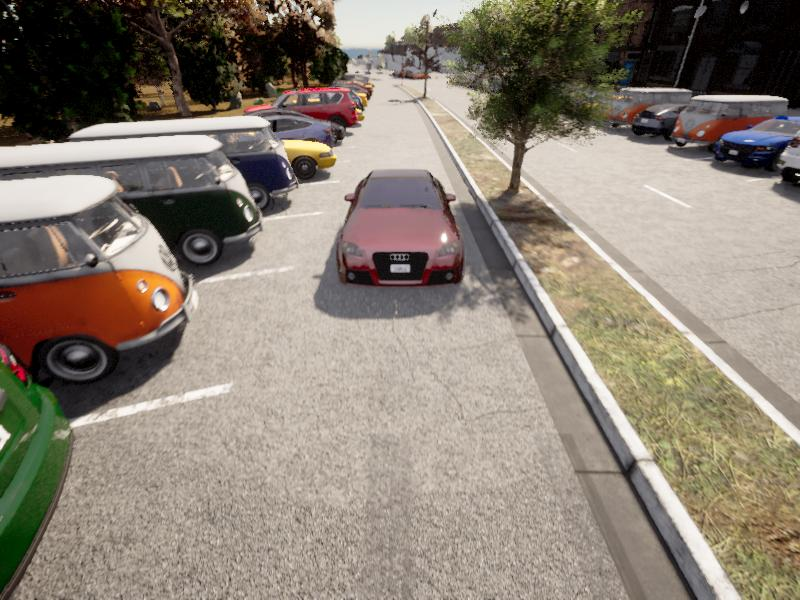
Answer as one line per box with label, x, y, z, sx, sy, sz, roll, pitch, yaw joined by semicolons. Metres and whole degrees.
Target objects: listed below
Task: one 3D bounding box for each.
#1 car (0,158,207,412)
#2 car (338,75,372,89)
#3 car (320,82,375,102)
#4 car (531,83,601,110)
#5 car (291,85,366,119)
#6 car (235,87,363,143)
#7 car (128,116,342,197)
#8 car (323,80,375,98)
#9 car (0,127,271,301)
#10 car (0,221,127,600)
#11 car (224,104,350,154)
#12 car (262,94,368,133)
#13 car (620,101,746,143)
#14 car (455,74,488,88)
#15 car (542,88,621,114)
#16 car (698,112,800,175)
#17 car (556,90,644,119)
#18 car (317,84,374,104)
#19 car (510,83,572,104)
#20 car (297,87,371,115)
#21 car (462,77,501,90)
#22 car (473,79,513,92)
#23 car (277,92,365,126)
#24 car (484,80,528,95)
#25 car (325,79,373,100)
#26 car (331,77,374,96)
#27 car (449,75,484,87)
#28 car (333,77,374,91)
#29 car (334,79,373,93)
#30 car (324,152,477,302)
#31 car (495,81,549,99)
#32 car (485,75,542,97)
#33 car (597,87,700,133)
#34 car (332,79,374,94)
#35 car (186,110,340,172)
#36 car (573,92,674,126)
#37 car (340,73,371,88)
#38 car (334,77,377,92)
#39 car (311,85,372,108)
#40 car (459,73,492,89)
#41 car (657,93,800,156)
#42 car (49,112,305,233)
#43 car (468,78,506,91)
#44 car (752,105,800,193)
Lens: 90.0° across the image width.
car;-4.715;-0.097;4.185;4.442;1.987;1.878;-11;32;-17
car;-6.767;-32.974;60.475;4.553;1.767;2.185;-14;33;-21
car;-5.271;-20.907;40.131;5.008;1.535;2.097;-12;33;-18
car;13.224;-16.296;31.959;4.553;1.767;2.185;-11;32;-19
car;-4.868;-13.531;27.299;4.553;1.767;2.185;-11;32;-17
car;-4.861;-9.122;19.530;5.566;2.045;2.435;-11;32;-17
car;-4.651;-4.434;12.021;5.366;1.575;1.946;-11;32;-17
car;-5.723;-23.860;45.172;5.366;1.575;1.946;-13;33;-19
car;-4.718;-1.603;6.753;4.442;1.987;1.878;-11;32;-17
car;-4.852;1.416;1.558;5.566;2.045;2.435;-11;32;-17
car;-4.803;-7.389;17.128;4.792;1.488;2.163;-11;32;-17
car;-4.672;-10.454;22.289;5.366;1.575;1.946;-11;32;-17
car;13.395;-8.537;19.045;4.792;1.488;2.163;-10;32;-18
car;11.333;-34.623;63.185;4.553;1.767;2.185;-13;33;-22
car;13.283;-14.658;29.419;4.892;1.521;2.231;-10;32;-18
car;13.373;-5.510;13.826;5.008;1.535;2.097;-10;32;-18
car;13.339;-13.131;26.815;5.008;1.535;2.097;-10;32;-18
car;-5.140;-19.393;37.608;4.792;1.488;2.163;-12;32;-18
car;13.098;-19.248;37.236;5.008;1.535;2.097;-11;32;-19
car;-4.931;-14.917;29.912;5.008;1.535;2.097;-12;32;-17
car;11.814;-31.461;58.047;4.892;1.521;2.231;-13;33;-21
car;12.240;-28.376;52.868;4.674;1.452;2.002;-12;33;-21
car;-4.858;-11.915;24.794;4.892;1.521;2.231;-11;32;-17
car;12.595;-25.326;47.670;4.674;1.452;2.002;-12;32;-20
car;-5.439;-22.506;42.615;4.553;1.767;2.185;-12;32;-19
car;-5.688;-25.507;47.732;4.553;1.767;2.185;-13;33;-19
car;10.856;-35.994;65.760;5.366;1.575;1.946;-13;33;-22
car;-6.715;-31.328;57.915;5.366;1.575;1.946;-14;33;-20
car;-6.094;-28.346;52.907;4.674;1.452;2.002;-13;33;-20
car;0.004;-1.621;7.389;1.994;1.385;4.181;0;30;0
car;12.894;-22.302;42.440;5.008;1.535;2.097;-11;33;-20
car;12.731;-24.040;44.904;5.566;2.045;2.435;-12;33;-20
car;13.258;-10.255;21.465;4.442;1.987;1.878;-10;32;-18
car;-5.893;-26.853;50.358;4.674;1.452;2.002;-13;33;-20
car;-4.853;-5.869;14.538;4.792;1.488;2.163;-11;32;-17
car;13.523;-11.642;24.277;5.366;1.575;1.946;-10;32;-18
car;-6.965;-34.572;63.001;4.442;1.987;1.878;-14;33;-21
car;-6.147;-29.920;55.501;5.366;1.575;1.946;-14;32;-20
car;-5.104;-17.879;35.025;4.792;1.488;2.163;-12;32;-18
car;11.463;-33.155;60.484;4.442;1.987;1.878;-13;33;-22
car;13.266;-7.206;16.268;4.442;1.987;1.878;-10;32;-18
car;-4.720;-3.109;9.322;4.442;1.987;1.878;-11;32;-17
car;12.026;-29.904;55.470;4.674;1.452;2.002;-12;33;-21
car;13.396;-4.213;11.119;5.566;2.045;2.435;-10;32;-18
